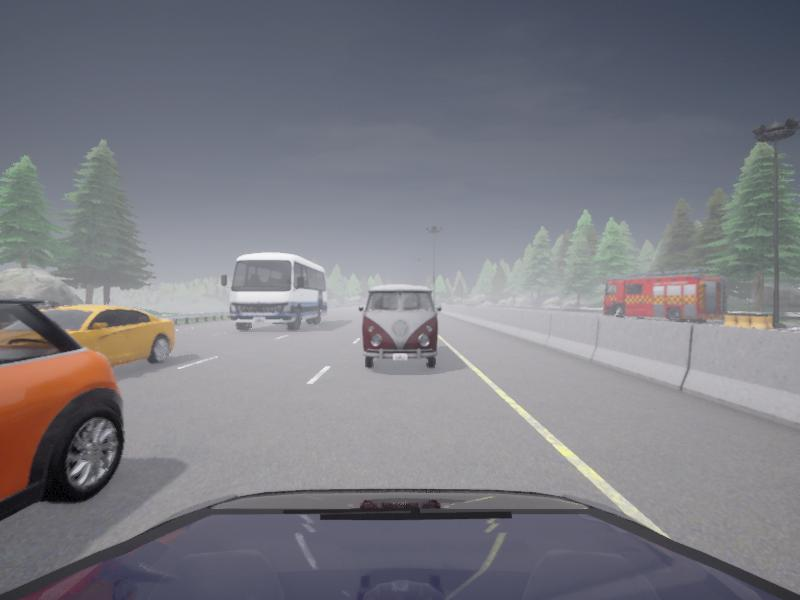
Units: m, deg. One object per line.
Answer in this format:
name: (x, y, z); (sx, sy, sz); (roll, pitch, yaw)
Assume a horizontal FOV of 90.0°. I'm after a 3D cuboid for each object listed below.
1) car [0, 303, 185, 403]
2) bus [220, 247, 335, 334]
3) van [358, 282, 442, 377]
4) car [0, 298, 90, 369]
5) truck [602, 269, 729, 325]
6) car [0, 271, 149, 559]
car: (-6.998, 0.850, 8.747); (1.882, 1.535, 5.008); (0, 0, 0)
bus: (-6.871, -0.461, 24.773); (3.944, 4.253, 10.273); (0, 0, 0)
van: (0.004, 0.633, 10.648); (1.775, 1.987, 4.442); (0, 0, 0)
car: (-10.496, 0.788, 9.783); (2.242, 1.667, 4.611); (0, 0, 0)
truck: (20.526, -0.227, 31.809); (2.891, 3.827, 8.468); (0, 0, -17)
car: (-3.500, 0.703, 1.628); (2.097, 1.767, 4.553); (0, 0, 0)
